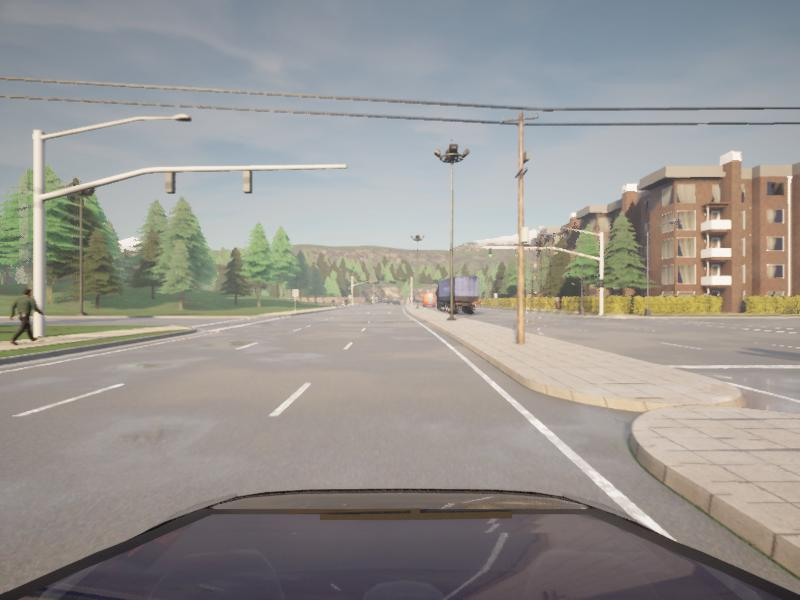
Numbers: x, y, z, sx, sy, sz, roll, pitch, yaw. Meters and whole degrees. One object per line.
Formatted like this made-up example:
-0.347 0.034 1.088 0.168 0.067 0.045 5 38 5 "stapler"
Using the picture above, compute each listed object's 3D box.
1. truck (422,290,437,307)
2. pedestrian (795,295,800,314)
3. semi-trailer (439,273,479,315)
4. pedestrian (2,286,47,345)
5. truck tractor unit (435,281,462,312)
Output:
6.871 -0.322 94.462 2.891 3.827 8.468 0 0 0 "truck"
39.805 0.484 39.523 0.751 1.860 0.751 0 0 1 "pedestrian"
6.909 -0.622 49.289 2.717 4.402 14.254 0 0 -1 "semi-trailer"
-12.051 0.485 12.872 0.751 1.860 0.751 0 0 2 "pedestrian"
6.812 -0.527 57.206 3.053 4.208 6.516 0 0 0 "truck tractor unit"
